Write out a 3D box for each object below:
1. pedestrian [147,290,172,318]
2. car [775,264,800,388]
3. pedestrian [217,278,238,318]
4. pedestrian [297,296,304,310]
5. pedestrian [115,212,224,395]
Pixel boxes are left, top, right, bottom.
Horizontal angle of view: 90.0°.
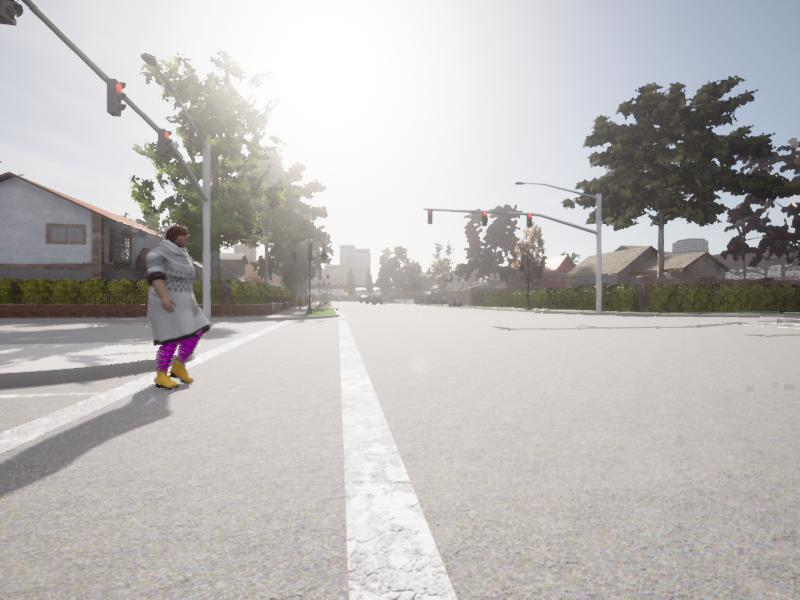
[{"bbox_3d":[-11.349,0.165,18.876,0.751,1.300,0.751,0,0,-4],"label":"pedestrian"},{"bbox_3d":[7.334,0.295,4.278,5.357,1.411,2.033,0,0,-10],"label":"car"},{"bbox_3d":[-8.232,-0.107,19.102,0.751,1.860,0.751,0,0,-7],"label":"pedestrian"},{"bbox_3d":[-7.921,0.272,31.771,0.500,1.100,0.500,0,0,-9],"label":"pedestrian"},{"bbox_3d":[-2.546,0.037,4.495,0.751,1.860,0.751,0,0,11],"label":"pedestrian"}]
